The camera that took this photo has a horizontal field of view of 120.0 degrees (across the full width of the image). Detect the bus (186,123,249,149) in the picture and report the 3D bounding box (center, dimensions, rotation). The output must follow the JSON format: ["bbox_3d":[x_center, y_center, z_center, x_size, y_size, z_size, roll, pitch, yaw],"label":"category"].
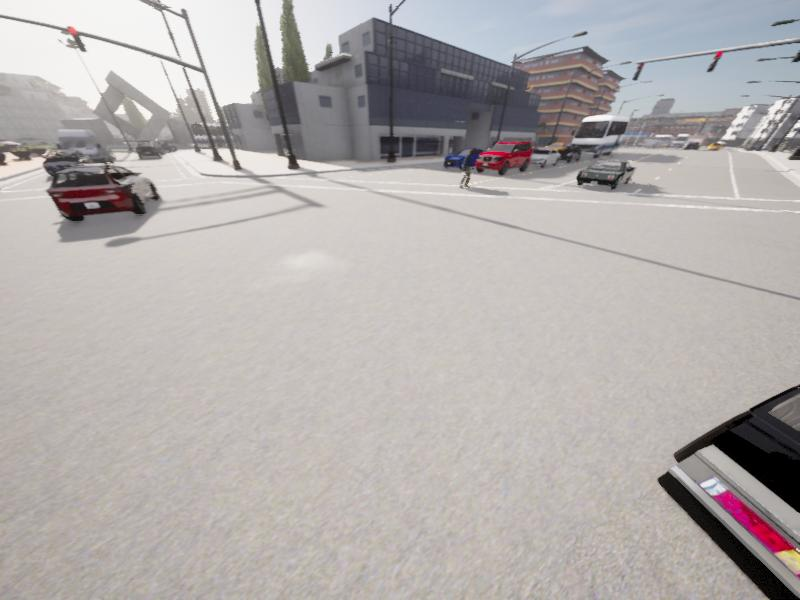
[{"bbox_3d":[-39.335,-35.944,50.672,3.944,4.253,10.273,8,36,10],"label":"bus"}]

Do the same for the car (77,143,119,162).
[{"bbox_3d":[-30.746,-15.175,23.668,1.845,1.501,3.633,-27,43,-33],"label":"car"}]

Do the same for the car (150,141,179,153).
[{"bbox_3d":[-37.324,-24.434,36.764,1.816,1.474,4.193,-14,38,-20],"label":"car"}]

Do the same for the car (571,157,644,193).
[{"bbox_3d":[12.158,-7.408,13.471,4.718,1.301,1.895,-27,44,-33],"label":"car"}]

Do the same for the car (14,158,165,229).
[{"bbox_3d":[-10.293,-3.999,8.200,1.816,1.474,4.193,-20,40,-26],"label":"car"}]

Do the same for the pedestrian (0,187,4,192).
[{"bbox_3d":[-18.683,-5.563,9.880,0.751,1.860,0.751,-20,40,-27],"label":"pedestrian"}]

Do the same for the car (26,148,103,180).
[{"bbox_3d":[-21.412,-8.943,15.012,1.816,1.474,4.193,-26,43,-33],"label":"car"}]

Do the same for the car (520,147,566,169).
[{"bbox_3d":[13.777,-13.696,22.189,4.674,1.442,1.812,-27,44,-32],"label":"car"}]

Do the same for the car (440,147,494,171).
[{"bbox_3d":[5.961,-12.482,20.347,5.008,1.535,1.882,-27,43,-33],"label":"car"}]

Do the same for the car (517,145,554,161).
[{"bbox_3d":[16.347,-17.706,27.808,4.181,1.385,1.994,-26,43,-31],"label":"car"}]

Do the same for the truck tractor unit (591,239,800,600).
[{"bbox_3d":[5.306,-0.029,0.396,6.516,4.208,3.053,-9,36,-12],"label":"truck tractor unit"}]

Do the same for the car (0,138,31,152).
[{"bbox_3d":[-60.142,-23.418,34.893,4.611,1.667,2.242,2,35,2],"label":"car"}]

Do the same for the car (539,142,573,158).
[{"bbox_3d":[21.109,-20.280,31.142,5.008,1.535,1.882,-28,44,-32],"label":"car"}]

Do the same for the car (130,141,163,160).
[{"bbox_3d":[-29.614,-17.622,27.066,1.930,1.638,5.238,-26,43,-32],"label":"car"}]

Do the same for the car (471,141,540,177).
[{"bbox_3d":[8.296,-11.167,18.069,5.566,2.045,2.150,-27,43,-33],"label":"car"}]

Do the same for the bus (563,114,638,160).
[{"bbox_3d":[26.025,-21.137,29.919,10.273,4.253,3.944,-28,44,-32],"label":"bus"}]

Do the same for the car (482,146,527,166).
[{"bbox_3d":[10.833,-14.922,23.863,4.892,1.490,1.837,-27,44,-32],"label":"car"}]

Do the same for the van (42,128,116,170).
[{"bbox_3d":[-26.303,-12.670,19.304,1.988,2.561,5.915,-26,43,-33],"label":"van"}]

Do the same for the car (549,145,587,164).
[{"bbox_3d":[18.709,-16.256,25.691,4.193,1.474,1.816,-27,44,-32],"label":"car"}]

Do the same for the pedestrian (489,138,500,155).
[{"bbox_3d":[13.294,-21.526,32.399,0.751,1.860,0.751,-18,39,-24],"label":"pedestrian"}]

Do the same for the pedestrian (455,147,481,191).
[{"bbox_3d":[3.485,-6.751,11.914,0.751,1.860,0.751,24,41,29],"label":"pedestrian"}]

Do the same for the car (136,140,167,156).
[{"bbox_3d":[-33.867,-20.873,31.617,1.930,1.638,5.238,-22,41,-29],"label":"car"}]
